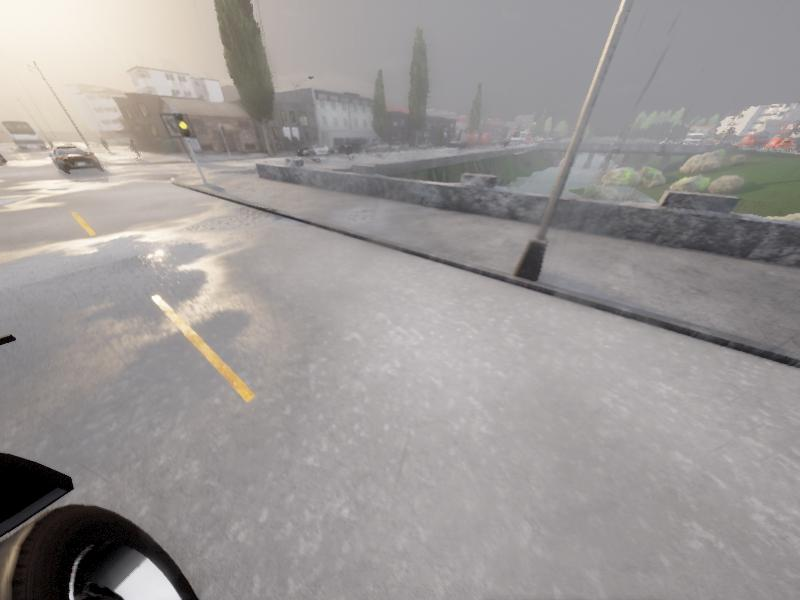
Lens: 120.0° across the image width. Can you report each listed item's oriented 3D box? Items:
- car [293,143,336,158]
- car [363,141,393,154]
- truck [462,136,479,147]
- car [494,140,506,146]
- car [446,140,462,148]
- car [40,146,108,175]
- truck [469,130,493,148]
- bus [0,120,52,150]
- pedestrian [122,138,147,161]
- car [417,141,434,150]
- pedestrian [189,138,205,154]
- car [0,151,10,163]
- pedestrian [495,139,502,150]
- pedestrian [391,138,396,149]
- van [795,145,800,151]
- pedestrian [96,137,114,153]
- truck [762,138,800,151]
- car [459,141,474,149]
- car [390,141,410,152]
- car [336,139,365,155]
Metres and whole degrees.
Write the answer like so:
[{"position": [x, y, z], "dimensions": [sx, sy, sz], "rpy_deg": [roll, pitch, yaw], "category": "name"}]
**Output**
[{"position": [-11.173, -19.810, 30.517], "dimensions": [2.038, 1.542, 4.974], "rpy_deg": [23, 41, 28], "category": "car"}, {"position": [-3.655, -25.928, 39.167], "dimensions": [2.152, 1.651, 5.027], "rpy_deg": [23, 41, 28], "category": "car"}, {"position": [20.448, -45.670, 66.597], "dimensions": [2.627, 2.467, 5.204], "rpy_deg": [23, 41, 28], "category": "truck"}, {"position": [32.340, -50.903, 74.879], "dimensions": [2.038, 1.542, 4.974], "rpy_deg": [23, 41, 28], "category": "car"}, {"position": [13.970, -40.121, 59.404], "dimensions": [1.930, 1.638, 5.238], "rpy_deg": [23, 41, 28], "category": "car"}, {"position": [-24.191, -10.452, 17.142], "dimensions": [4.974, 1.542, 2.038], "rpy_deg": [22, 41, 28], "category": "car"}, {"position": [21.919, -43.426, 62.256], "dimensions": [2.891, 3.827, 8.468], "rpy_deg": [23, 41, 28], "category": "truck"}, {"position": [-70.235, -30.652, 42.961], "dimensions": [10.273, 4.253, 3.944], "rpy_deg": [23, 41, 28], "category": "bus"}, {"position": [-26.368, -14.971, 23.005], "dimensions": [0.751, 1.860, 0.751], "rpy_deg": [20, 40, 25], "category": "pedestrian"}, {"position": [5.480, -33.280, 49.671], "dimensions": [1.851, 1.617, 3.988], "rpy_deg": [23, 41, 28], "category": "car"}, {"position": [-28.525, -21.673, 32.494], "dimensions": [0.751, 1.860, 0.751], "rpy_deg": [-7, 36, -10], "category": "pedestrian"}, {"position": [-39.760, -14.091, 22.093], "dimensions": [3.988, 1.617, 1.851], "rpy_deg": [22, 41, 28], "category": "car"}, {"position": [21.175, -33.479, 49.657], "dimensions": [0.751, 1.860, 0.751], "rpy_deg": [24, 42, 30], "category": "pedestrian"}, {"position": [-1.388, -33.216, 49.077], "dimensions": [0.751, 1.860, 0.751], "rpy_deg": [22, 40, 27], "category": "pedestrian"}, {"position": [92.320, -34.249, 51.117], "dimensions": [2.351, 2.431, 6.366], "rpy_deg": [23, 41, 28], "category": "van"}, {"position": [-41.299, -21.658, 32.351], "dimensions": [0.751, 1.860, 0.751], "rpy_deg": [20, 40, 25], "category": "pedestrian"}, {"position": [91.022, -37.194, 55.242], "dimensions": [2.627, 2.467, 5.204], "rpy_deg": [23, 41, 28], "category": "truck"}, {"position": [16.387, -38.028, 56.600], "dimensions": [1.816, 1.474, 4.193], "rpy_deg": [23, 41, 28], "category": "car"}, {"position": [0.047, -28.911, 43.437], "dimensions": [1.851, 1.617, 3.988], "rpy_deg": [23, 41, 28], "category": "car"}, {"position": [-7.420, -23.002, 34.758], "dimensions": [1.905, 1.878, 3.866], "rpy_deg": [23, 41, 28], "category": "car"}]
